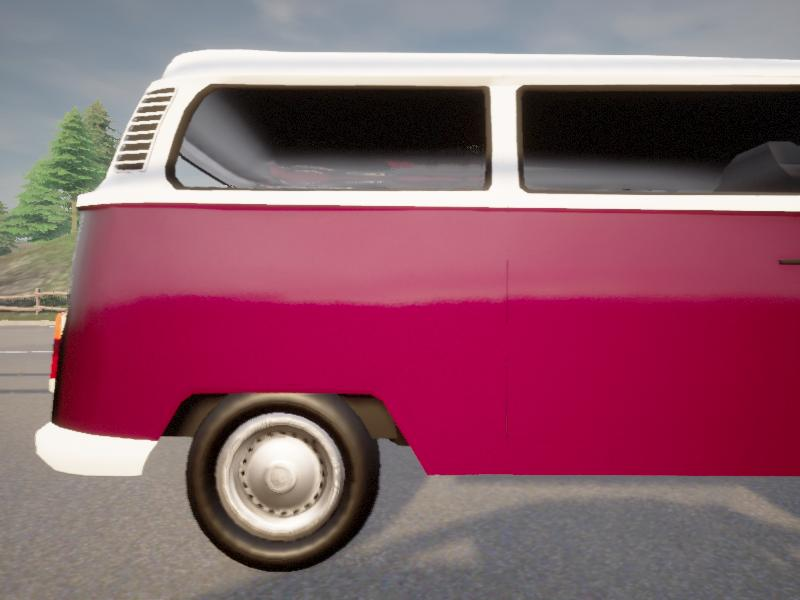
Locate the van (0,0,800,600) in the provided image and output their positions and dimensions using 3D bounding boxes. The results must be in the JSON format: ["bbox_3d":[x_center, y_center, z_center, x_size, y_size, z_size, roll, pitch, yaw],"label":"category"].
[{"bbox_3d":[0.860,-0.030,2.221,4.480,2.038,2.069,0,0,0],"label":"van"}]

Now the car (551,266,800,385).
[{"bbox_3d":[5.305,0.302,5.939,5.357,1.411,2.033,0,0,-4],"label":"car"}]

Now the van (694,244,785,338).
[{"bbox_3d":[11.718,-0.261,13.726,1.988,2.561,5.915,1,1,42],"label":"van"}]
